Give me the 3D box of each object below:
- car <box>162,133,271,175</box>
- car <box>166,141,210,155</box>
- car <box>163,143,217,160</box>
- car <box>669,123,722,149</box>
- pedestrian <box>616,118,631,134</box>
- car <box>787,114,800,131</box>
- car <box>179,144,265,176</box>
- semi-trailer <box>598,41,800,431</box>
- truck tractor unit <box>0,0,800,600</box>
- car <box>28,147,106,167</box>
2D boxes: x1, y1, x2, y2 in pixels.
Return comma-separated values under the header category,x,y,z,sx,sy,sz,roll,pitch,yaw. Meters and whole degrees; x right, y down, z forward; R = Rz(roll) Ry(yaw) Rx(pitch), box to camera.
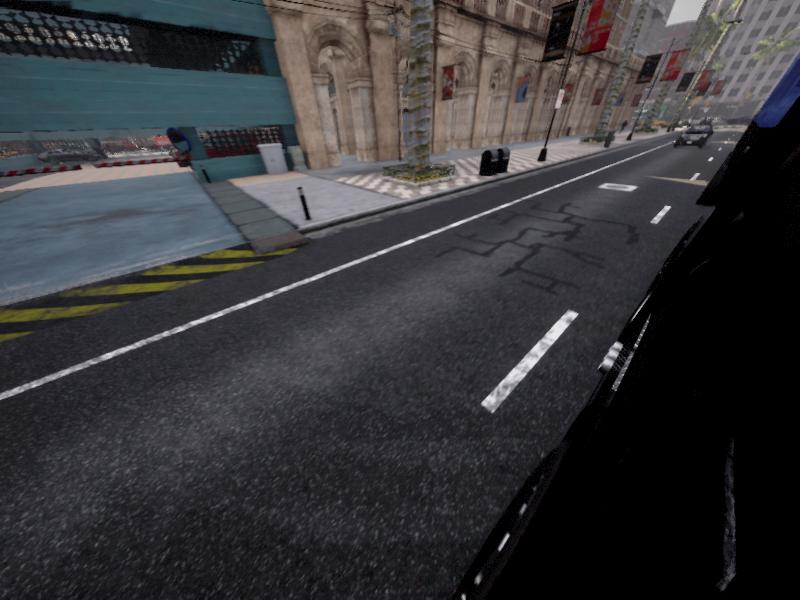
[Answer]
category,x,y,z,sx,sy,sz,roll,pitch,yaw
car,-12.948,-10.660,16.666,5.566,2.045,2.435,-28,44,-30
car,-32.571,-23.427,35.594,4.786,1.482,2.161,-28,44,-30
car,-25.442,-18.113,28.131,4.718,1.301,1.895,-28,44,-30
car,23.628,-13.108,18.475,3.633,1.501,1.845,-28,44,-30
pedestrian,32.757,-25.432,33.840,0.751,1.860,0.751,-28,44,-30
car,53.869,-23.587,30.573,4.856,1.649,2.033,-28,43,-29
car,-12.890,-10.370,16.930,4.514,1.523,2.007,-28,44,-30
semi-trailer,8.694,-3.600,4.243,14.254,4.402,2.717,-28,44,-30
truck tractor unit,2.645,-0.295,0.351,6.516,4.208,3.053,-28,44,-30
car,-38.808,-16.932,27.215,4.902,1.511,2.128,-28,44,-30
